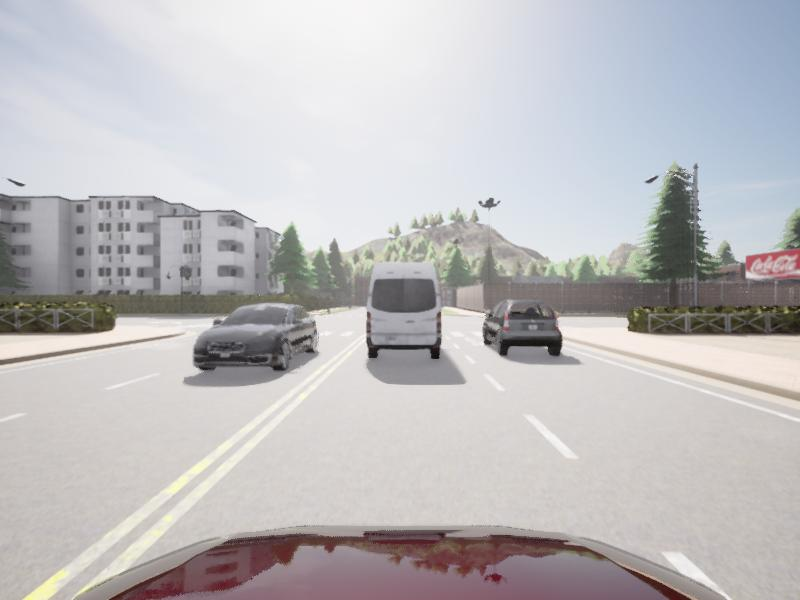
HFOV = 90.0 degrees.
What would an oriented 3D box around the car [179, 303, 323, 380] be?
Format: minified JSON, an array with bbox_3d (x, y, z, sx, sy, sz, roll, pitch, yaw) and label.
[{"bbox_3d":[-3.408,0.835,10.328,1.837,1.490,4.892,0,0,1],"label":"car"}]

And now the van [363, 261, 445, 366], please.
[{"bbox_3d":[0.155,0.311,12.734,1.988,2.561,5.915,0,0,1],"label":"van"}]

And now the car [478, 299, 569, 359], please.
[{"bbox_3d":[3.714,0.776,12.789,1.851,1.617,3.988,0,0,3],"label":"car"}]
